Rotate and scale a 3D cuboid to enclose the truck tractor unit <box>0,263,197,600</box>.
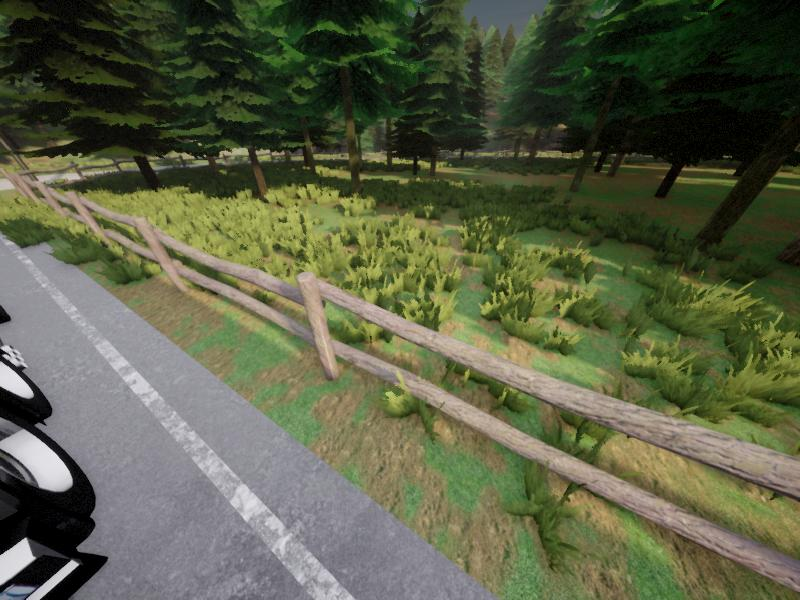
[{"bbox_3d":[-5.109,-0.302,0.782,6.516,4.208,3.053,18,39,24],"label":"truck tractor unit"}]
